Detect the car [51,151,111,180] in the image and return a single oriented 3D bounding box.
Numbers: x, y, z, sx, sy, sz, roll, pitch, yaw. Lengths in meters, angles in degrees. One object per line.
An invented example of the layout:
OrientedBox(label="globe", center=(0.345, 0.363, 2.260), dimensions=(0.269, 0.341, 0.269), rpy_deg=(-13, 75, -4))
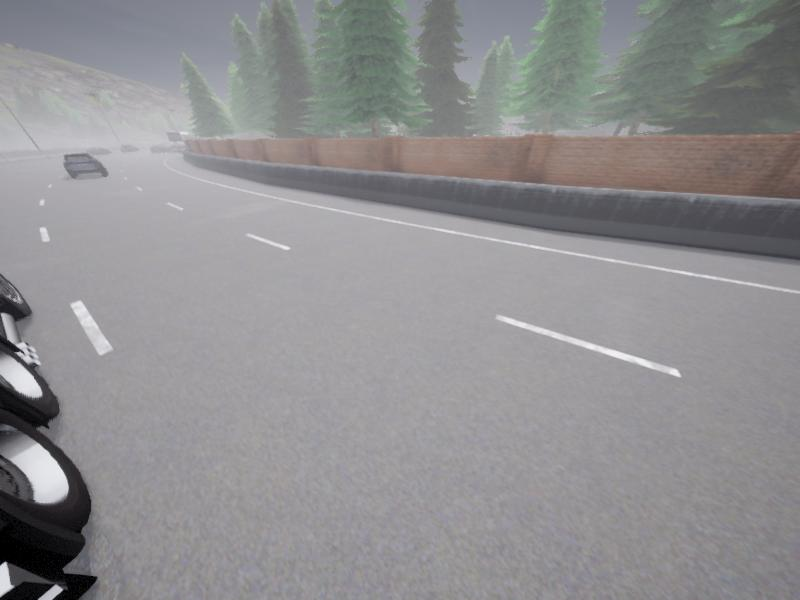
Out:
OrientedBox(label="car", center=(-25.433, -10.978, 18.629), dimensions=(4.856, 1.649, 2.033), rpy_deg=(29, 45, 35))

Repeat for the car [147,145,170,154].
OrientedBox(label="car", center=(-55.480, -34.739, 53.180), dimensions=(2.152, 1.651, 5.027), rpy_deg=(-16, 37, -21))

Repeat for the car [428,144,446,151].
OrientedBox(label="car", center=(9.237, -38.706, 58.667), dimensions=(1.812, 1.442, 4.674), rpy_deg=(-21, 40, -27))

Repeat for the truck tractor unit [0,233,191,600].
OrientedBox(label="truck tractor unit", center=(-5.059, -0.348, 0.857), dimensions=(6.516, 4.208, 3.053), rpy_deg=(20, 40, 27))

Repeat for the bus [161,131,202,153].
OrientedBox(label="bus", center=(-55.519, -40.445, 59.132), dimensions=(3.944, 4.253, 10.273), rpy_deg=(-14, 37, -18))
